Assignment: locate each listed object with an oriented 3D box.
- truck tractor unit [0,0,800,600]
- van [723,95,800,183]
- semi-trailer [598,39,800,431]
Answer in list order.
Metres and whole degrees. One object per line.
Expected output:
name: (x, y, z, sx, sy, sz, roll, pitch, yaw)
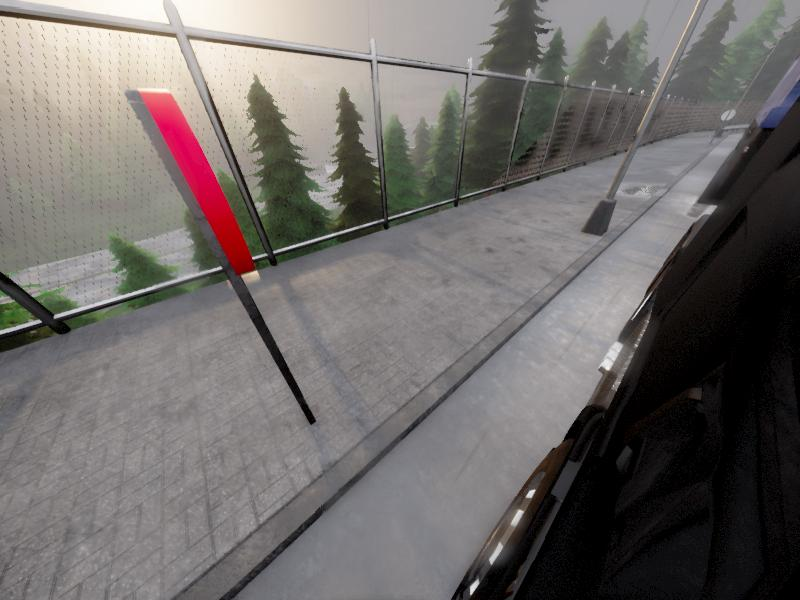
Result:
truck tractor unit: (2.645, -0.295, 0.351, 6.516, 4.208, 3.053, -28, 44, -30)
van: (16.358, -6.916, 9.755, 5.915, 2.561, 1.988, -28, 44, -30)
semi-trailer: (8.700, -3.604, 4.226, 14.254, 4.402, 2.717, -28, 44, -30)
